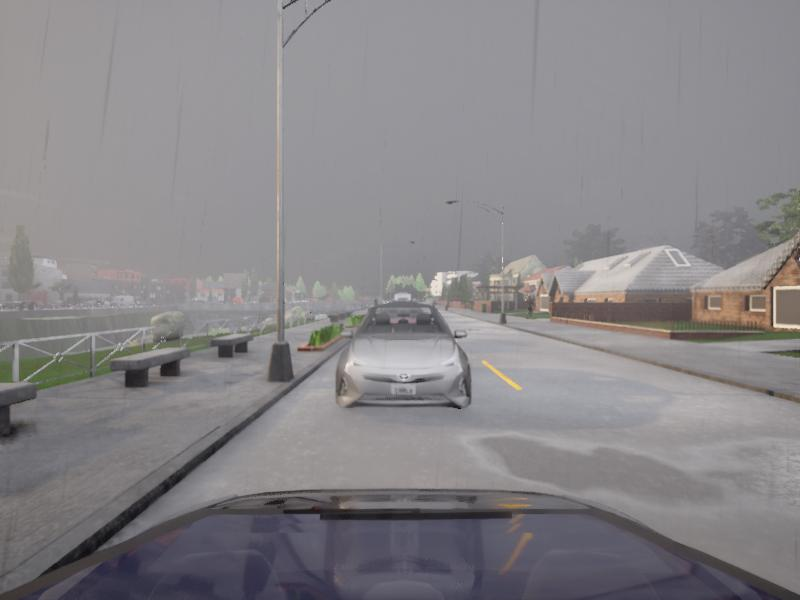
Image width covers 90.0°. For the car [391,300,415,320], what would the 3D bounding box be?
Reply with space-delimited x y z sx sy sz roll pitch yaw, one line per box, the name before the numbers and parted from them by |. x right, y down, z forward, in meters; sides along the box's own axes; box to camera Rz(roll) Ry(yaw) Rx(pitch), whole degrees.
car | 0.256 0.814 34.539 1.882 1.535 5.008 0 0 0

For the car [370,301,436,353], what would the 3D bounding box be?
car | 0.112 0.824 14.329 2.007 1.525 4.514 0 0 0

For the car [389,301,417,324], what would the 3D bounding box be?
car | 0.209 0.819 27.953 1.845 1.501 3.633 0 0 0

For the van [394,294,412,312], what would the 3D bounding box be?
van | 0.412 0.363 56.600 2.351 2.431 6.366 0 0 0

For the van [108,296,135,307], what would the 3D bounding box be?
van | -65.008 0.276 93.483 1.988 2.561 5.915 0 0 0

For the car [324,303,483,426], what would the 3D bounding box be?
car | 0.062 0.826 7.294 2.007 1.525 4.514 0 0 0

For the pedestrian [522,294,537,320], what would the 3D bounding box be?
pedestrian | 9.509 0.525 29.390 0.751 1.860 0.751 0 0 -6

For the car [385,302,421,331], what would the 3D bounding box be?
car | 0.171 0.848 22.260 1.816 1.474 4.193 0 0 0
